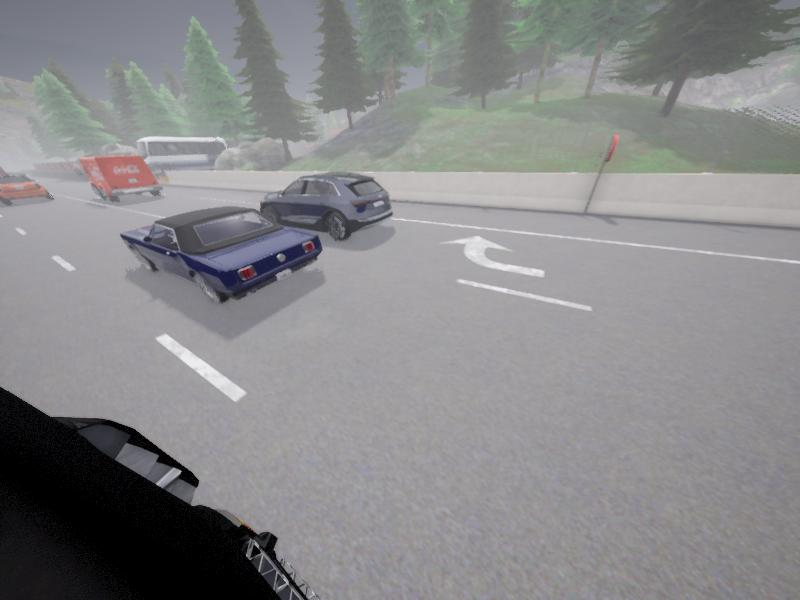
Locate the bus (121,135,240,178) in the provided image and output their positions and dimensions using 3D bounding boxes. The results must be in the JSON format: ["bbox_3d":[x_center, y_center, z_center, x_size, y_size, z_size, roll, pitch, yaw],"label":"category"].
[{"bbox_3d":[-29.033,-19.677,31.622,3.944,4.253,10.273,16,37,26],"label":"bus"}]

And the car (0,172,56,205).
[{"bbox_3d":[-27.719,-8.126,16.671,4.553,1.767,2.097,16,38,26],"label":"car"}]

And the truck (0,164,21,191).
[{"bbox_3d":[-48.083,-14.749,26.350,8.468,3.827,2.891,16,38,26],"label":"truck"}]

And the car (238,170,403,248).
[{"bbox_3d":[-2.533,-3.187,7.486,4.856,1.649,2.033,16,38,26],"label":"car"}]

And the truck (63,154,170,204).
[{"bbox_3d":[-18.794,-8.133,15.401,5.204,2.467,2.627,16,38,26],"label":"truck"}]

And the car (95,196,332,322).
[{"bbox_3d":[-4.008,-1.239,4.960,4.718,1.301,1.895,16,38,26],"label":"car"}]
